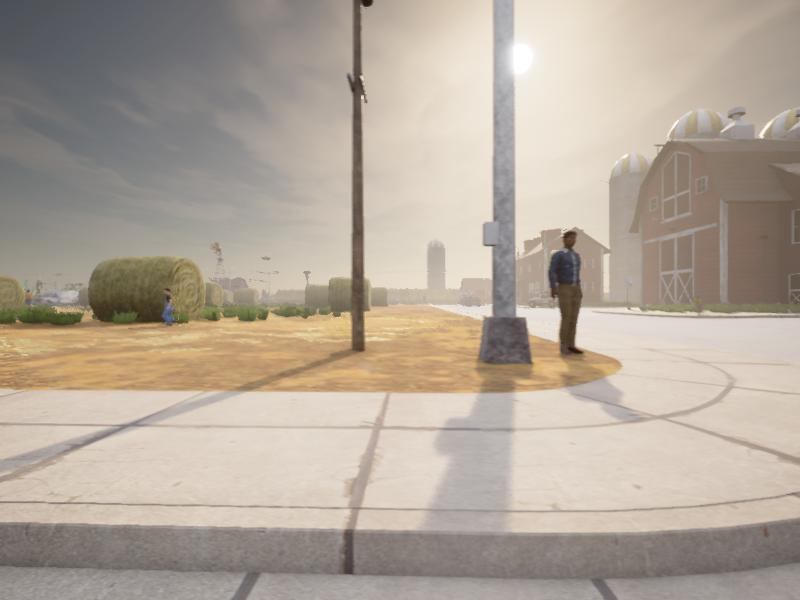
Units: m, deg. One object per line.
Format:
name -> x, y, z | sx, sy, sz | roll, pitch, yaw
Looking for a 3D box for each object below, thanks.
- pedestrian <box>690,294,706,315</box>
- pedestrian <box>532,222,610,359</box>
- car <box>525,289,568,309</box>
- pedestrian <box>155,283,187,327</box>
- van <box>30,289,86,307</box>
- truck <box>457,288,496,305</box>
pedestrian -> 16.321, 0.250, 21.930 | 0.500, 1.100, 0.500 | 0, 0, -12
pedestrian -> 2.494, -0.135, 5.902 | 0.751, 1.860, 0.751 | 0, 0, -18
car -> 16.186, -0.117, 44.272 | 1.905, 1.878, 3.866 | -8, 3, -41
pedestrian -> -7.069, 0.145, 12.353 | 0.751, 1.300, 0.751 | 0, 0, -37
van -> -49.115, -0.236, 57.724 | 2.351, 2.431, 6.366 | 0, 0, 5
truck -> 17.434, -0.880, 91.973 | 8.468, 3.827, 2.891 | 0, 0, 2
